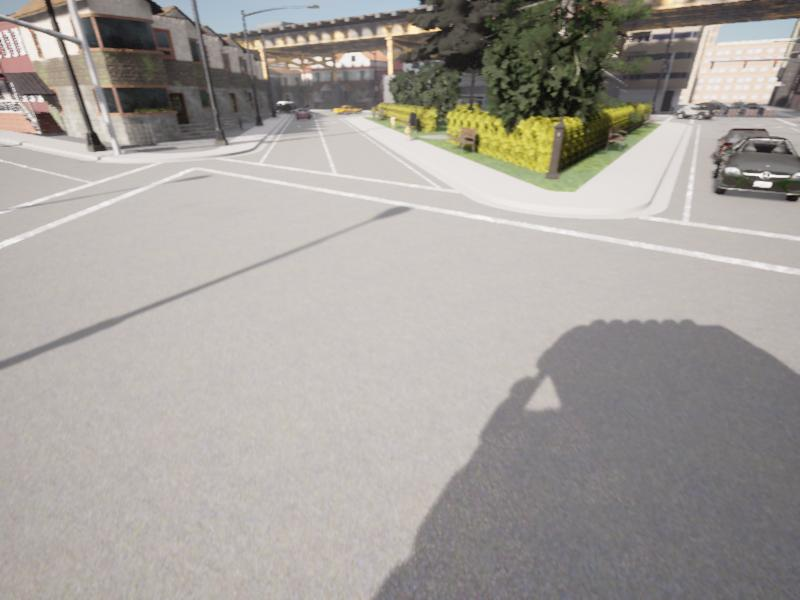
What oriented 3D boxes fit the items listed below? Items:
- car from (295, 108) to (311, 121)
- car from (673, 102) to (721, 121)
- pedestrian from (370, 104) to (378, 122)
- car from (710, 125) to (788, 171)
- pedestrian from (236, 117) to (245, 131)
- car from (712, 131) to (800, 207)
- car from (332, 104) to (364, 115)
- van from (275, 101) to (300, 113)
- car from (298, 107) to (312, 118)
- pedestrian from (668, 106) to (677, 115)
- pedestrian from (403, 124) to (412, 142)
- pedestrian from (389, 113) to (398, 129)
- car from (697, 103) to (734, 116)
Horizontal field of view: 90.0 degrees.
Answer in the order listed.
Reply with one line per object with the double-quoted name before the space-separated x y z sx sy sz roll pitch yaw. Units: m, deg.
"car" -13.698 -26.324 56.591 1.970 1.475 3.806 -5 28 -9
"car" 35.963 -22.942 48.593 1.905 1.878 3.866 -16 31 -28
"pedestrian" -3.147 -22.649 48.429 0.751 1.860 0.751 -6 28 -10
"car" 16.228 -7.292 18.907 2.163 1.488 4.792 17 32 30
"pedestrian" -14.848 -16.408 37.283 0.500 1.100 0.500 -5 27 -8
"car" 12.347 -4.702 13.777 2.152 1.651 5.027 17 32 30
"car" -9.122 -33.761 70.893 5.366 1.575 1.801 -19 33 -31
"van" -22.789 -39.080 81.024 4.480 2.038 2.069 17 32 30
"car" -14.624 -28.945 61.720 1.970 1.475 3.806 -5 28 -9
"pedestrian" 37.960 -26.368 55.755 0.500 1.100 0.500 -10 29 -17
"pedestrian" 0.500 -11.422 27.296 0.500 1.100 0.500 -4 27 -6
"pedestrian" -0.636 -16.718 37.432 0.751 1.300 0.751 -3 27 -5
"car" 45.989 -27.860 58.320 4.974 1.542 2.038 -16 31 -27
